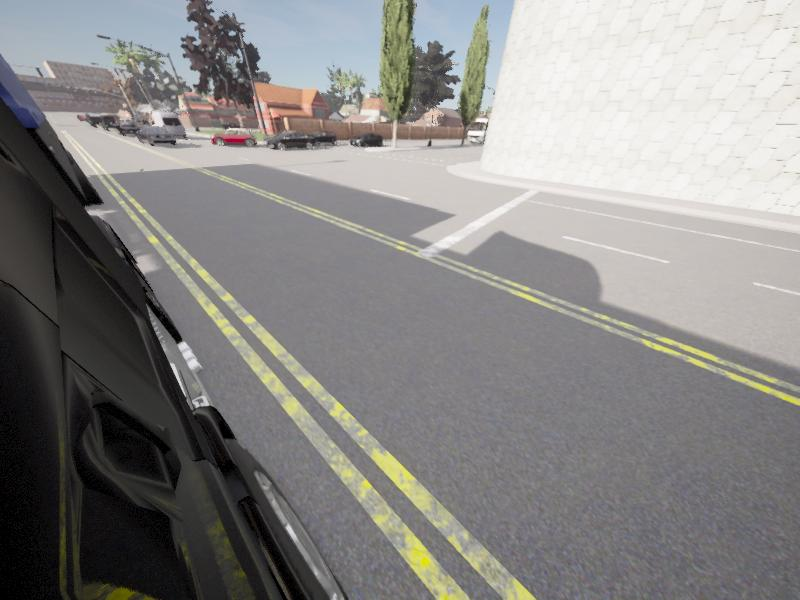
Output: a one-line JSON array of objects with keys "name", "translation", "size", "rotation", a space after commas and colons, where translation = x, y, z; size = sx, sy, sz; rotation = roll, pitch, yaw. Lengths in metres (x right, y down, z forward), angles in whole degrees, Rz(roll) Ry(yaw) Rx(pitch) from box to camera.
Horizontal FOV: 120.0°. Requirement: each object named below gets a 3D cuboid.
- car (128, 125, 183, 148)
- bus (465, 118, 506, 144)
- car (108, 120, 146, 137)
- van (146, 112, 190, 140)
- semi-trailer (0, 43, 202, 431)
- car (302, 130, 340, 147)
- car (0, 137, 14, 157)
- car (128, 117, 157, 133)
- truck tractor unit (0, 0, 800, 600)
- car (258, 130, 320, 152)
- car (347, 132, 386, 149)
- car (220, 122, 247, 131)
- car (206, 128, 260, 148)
[{"name": "car", "translation": [-22.464, -15.057, 21.217], "size": [5.357, 1.411, 2.033], "rotation": [26, 43, 28]}, {"name": "bus", "translation": [18.707, -36.723, 50.386], "size": [3.944, 4.253, 10.273], "rotation": [28, 43, 29]}, {"name": "car", "translation": [-34.747, -21.778, 29.342], "size": [4.902, 1.511, 2.128], "rotation": [28, 44, 30]}, {"name": "van", "translation": [-29.131, -21.882, 28.974], "size": [5.915, 2.561, 1.988], "rotation": [29, 44, 30]}, {"name": "semi-trailer", "translation": [-8.698, -3.603, 4.232], "size": [14.254, 4.402, 2.717], "rotation": [28, 44, 30]}, {"name": "car", "translation": [-9.417, -19.482, 27.817], "size": [1.789, 1.549, 3.705], "rotation": [28, 44, 29]}, {"name": "car", "translation": [-23.094, -8.123, 11.924], "size": [1.994, 1.385, 4.181], "rotation": [-24, 44, -31]}, {"name": "car", "translation": [-41.983, -28.517, 37.592], "size": [4.605, 1.855, 1.932], "rotation": [28, 43, 30]}, {"name": "truck tractor unit", "translation": [-2.645, -0.295, 0.351], "size": [6.516, 4.208, 3.053], "rotation": [28, 44, 30]}, {"name": "car", "translation": [-10.588, -15.433, 22.379], "size": [1.837, 1.490, 4.892], "rotation": [29, 44, 31]}, {"name": "car", "translation": [-4.061, -19.909, 28.748], "size": [2.007, 1.525, 4.514], "rotation": [28, 43, 29]}, {"name": "car", "translation": [-41.590, -43.288, 57.697], "size": [1.837, 1.490, 4.892], "rotation": [27, 43, 29]}, {"name": "car", "translation": [-16.419, -16.116, 22.943], "size": [3.806, 1.475, 1.970], "rotation": [-10, 39, -16]}]
